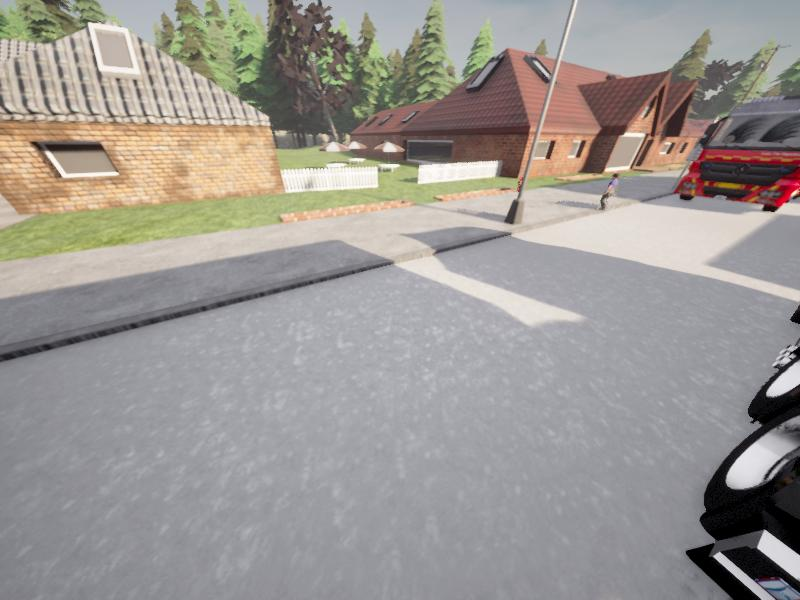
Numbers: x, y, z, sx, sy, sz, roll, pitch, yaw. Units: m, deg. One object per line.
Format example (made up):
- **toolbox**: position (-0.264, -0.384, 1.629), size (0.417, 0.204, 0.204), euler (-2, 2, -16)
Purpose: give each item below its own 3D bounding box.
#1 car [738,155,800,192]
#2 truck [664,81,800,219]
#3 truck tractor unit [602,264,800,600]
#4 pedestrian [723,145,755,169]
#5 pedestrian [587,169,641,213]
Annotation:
- **car**: position (23.546, -7.819, 14.085), size (4.902, 1.511, 2.128), euler (-18, 39, -24)
- **truck**: position (16.198, -6.383, 9.942), size (8.468, 3.827, 2.891), euler (-18, 39, -24)
- **truck tractor unit**: position (5.108, -0.304, 0.780), size (6.516, 4.208, 3.053), euler (-18, 39, -24)
- **pedestrian**: position (32.013, -13.549, 21.847), size (0.751, 1.860, 0.751), euler (-16, 38, -22)
- **pedestrian**: position (7.755, -4.002, 8.447), size (0.751, 1.300, 0.751), euler (-14, 37, -19)
